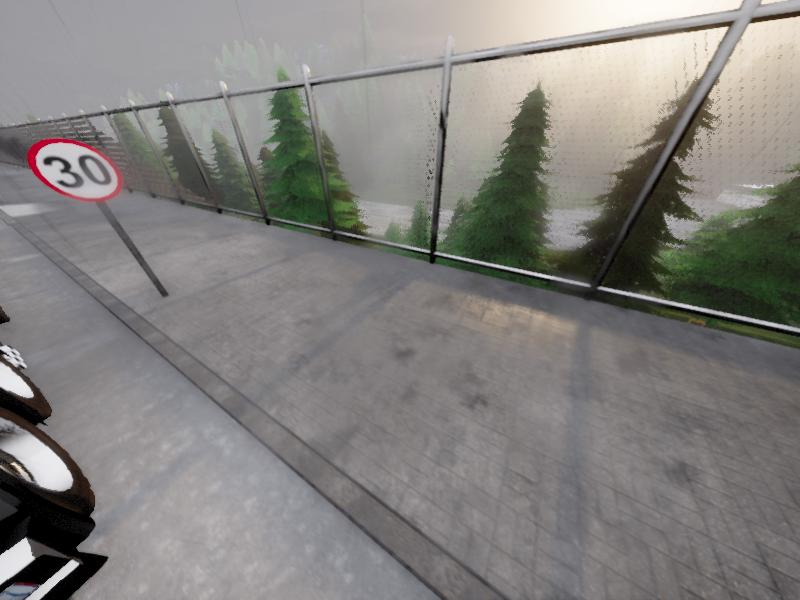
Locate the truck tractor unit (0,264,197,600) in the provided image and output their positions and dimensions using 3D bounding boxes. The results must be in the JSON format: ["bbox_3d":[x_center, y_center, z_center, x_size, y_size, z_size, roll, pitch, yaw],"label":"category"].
[{"bbox_3d":[-5.111,-0.301,0.779,6.516,4.208,3.053,18,39,24],"label":"truck tractor unit"}]
